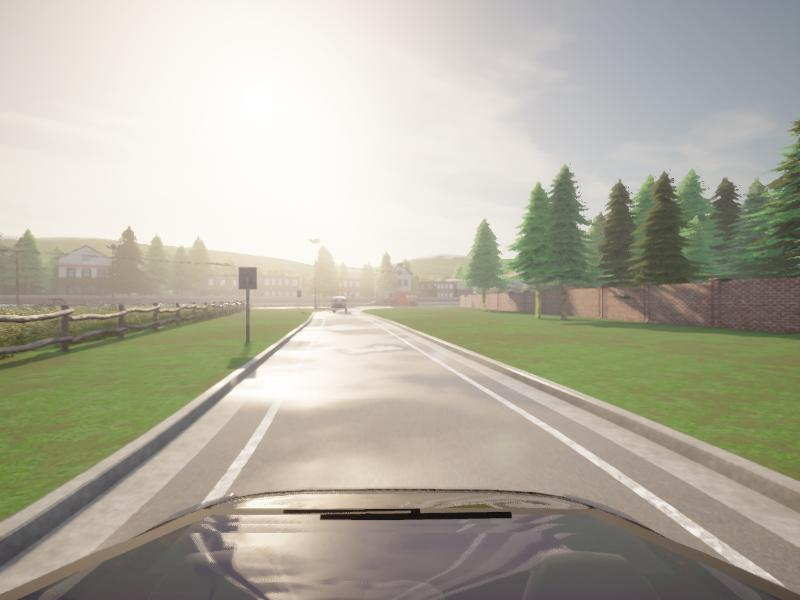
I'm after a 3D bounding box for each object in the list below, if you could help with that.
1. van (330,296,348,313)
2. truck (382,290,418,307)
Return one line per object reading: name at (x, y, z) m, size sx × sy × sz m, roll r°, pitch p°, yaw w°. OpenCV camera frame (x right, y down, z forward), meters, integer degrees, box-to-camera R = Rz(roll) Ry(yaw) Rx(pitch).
van at (-7.636, 0.589, 50.335) m, size 2.069 × 2.038 × 4.480 m, roll 0°, pitch 0°, yaw -6°
truck at (0.077, -0.294, 96.116) m, size 8.468 × 3.827 × 2.891 m, roll 0°, pitch 0°, yaw -34°
